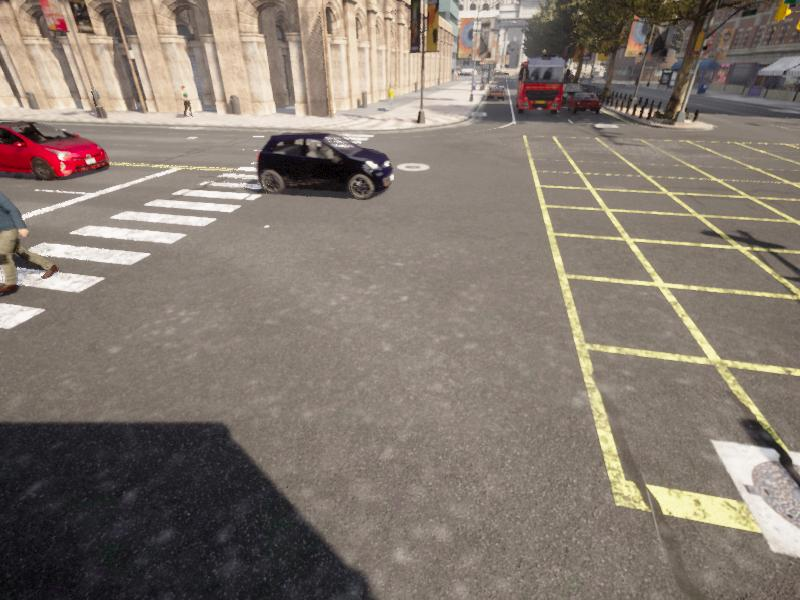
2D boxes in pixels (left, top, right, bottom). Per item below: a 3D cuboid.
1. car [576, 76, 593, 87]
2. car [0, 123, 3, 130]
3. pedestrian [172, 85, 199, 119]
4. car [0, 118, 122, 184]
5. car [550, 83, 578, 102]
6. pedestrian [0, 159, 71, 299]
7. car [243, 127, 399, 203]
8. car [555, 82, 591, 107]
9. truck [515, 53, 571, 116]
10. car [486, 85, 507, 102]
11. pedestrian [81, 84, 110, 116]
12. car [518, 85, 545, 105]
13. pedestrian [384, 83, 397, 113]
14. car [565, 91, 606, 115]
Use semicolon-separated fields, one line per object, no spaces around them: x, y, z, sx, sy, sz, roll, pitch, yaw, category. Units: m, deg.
32.824;-38.870;71.147;1.970;1.475;3.806;6;31;11;car
-23.932;-9.818;21.308;3.633;1.501;1.845;6;31;11;car
-13.483;-12.490;25.211;0.751;1.860;0.751;10;32;16;pedestrian
-11.902;-4.857;12.821;4.514;1.525;2.007;6;31;11;car
16.913;-21.521;41.425;1.970;1.475;3.806;7;31;11;car
-5.904;-1.051;5.924;0.751;1.860;0.751;10;32;16;pedestrian
-1.996;-3.764;10.951;3.633;1.501;1.845;6;31;11;car
15.615;-18.742;36.349;2.097;1.767;4.553;6;31;11;car
10.813;-16.895;31.169;2.891;3.827;8.468;6;31;11;truck
9.977;-21.411;41.401;1.895;1.301;4.718;6;31;11;car
-20.167;-13.268;26.541;0.751;1.860;0.751;12;32;19;pedestrian
12.493;-19.655;38.226;1.970;1.475;3.806;6;31;11;car
-0.658;-14.455;28.583;0.751;1.860;0.751;7;31;12;pedestrian
14.102;-15.123;30.644;1.895;1.301;4.718;6;31;11;car
